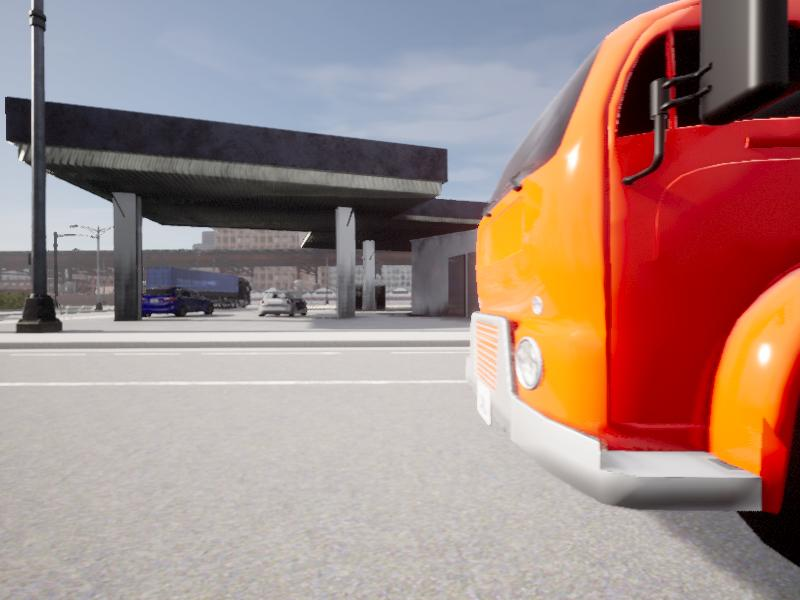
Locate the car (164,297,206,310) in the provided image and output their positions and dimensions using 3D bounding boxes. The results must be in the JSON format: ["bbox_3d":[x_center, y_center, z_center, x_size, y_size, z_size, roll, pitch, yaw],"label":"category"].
[{"bbox_3d":[-25.233,0.424,47.253,2.033,1.411,5.357,0,0,1],"label":"car"}]

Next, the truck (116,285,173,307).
[{"bbox_3d":[-46.147,-0.688,72.479,8.468,3.827,2.891,0,0,1],"label":"truck"}]

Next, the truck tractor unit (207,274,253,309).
[{"bbox_3d":[-21.665,-0.988,51.426,3.053,4.208,6.516,0,0,1],"label":"truck tractor unit"}]

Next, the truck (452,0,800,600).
[{"bbox_3d":[3.072,-0.243,2.212,5.204,2.467,2.627,0,0,0],"label":"truck"}]

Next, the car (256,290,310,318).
[{"bbox_3d":[-6.625,0.236,23.132,1.970,1.475,3.806,0,0,1],"label":"car"}]

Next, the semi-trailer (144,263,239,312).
[{"bbox_3d":[-21.798,-1.107,43.509,2.717,4.402,14.254,0,0,1],"label":"semi-trailer"}]

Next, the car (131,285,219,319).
[{"bbox_3d":[-12.381,0.104,22.452,2.242,1.667,4.611,0,0,1],"label":"car"}]
